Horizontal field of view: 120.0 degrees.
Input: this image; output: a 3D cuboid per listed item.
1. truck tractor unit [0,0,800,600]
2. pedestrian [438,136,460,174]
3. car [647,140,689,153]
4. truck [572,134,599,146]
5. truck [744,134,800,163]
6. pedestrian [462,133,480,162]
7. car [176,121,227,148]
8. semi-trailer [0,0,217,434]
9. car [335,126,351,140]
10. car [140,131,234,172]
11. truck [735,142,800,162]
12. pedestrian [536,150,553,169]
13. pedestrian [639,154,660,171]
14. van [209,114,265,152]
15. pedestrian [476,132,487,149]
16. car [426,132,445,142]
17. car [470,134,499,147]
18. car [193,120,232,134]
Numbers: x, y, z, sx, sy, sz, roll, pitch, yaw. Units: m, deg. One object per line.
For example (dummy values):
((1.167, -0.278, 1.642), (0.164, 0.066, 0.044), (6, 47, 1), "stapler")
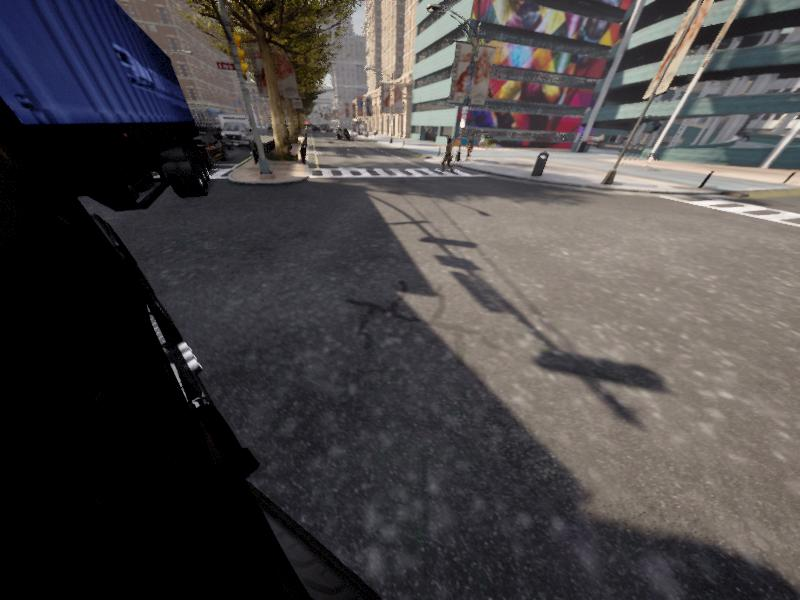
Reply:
((-2.645, -0.295, 0.351), (6.516, 4.208, 3.053), (28, 44, 30), "truck tractor unit")
((2.882, -8.630, 13.777), (0.751, 1.860, 0.751), (-7, 38, -13), "pedestrian")
((60.217, -34.620, 52.114), (2.150, 2.045, 5.566), (-9, 38, -15), "car")
((54.039, -46.770, 67.572), (2.627, 2.467, 5.204), (-9, 38, -15), "truck")
((70.082, -27.277, 41.457), (2.891, 3.827, 8.468), (0, 37, -4), "truck")
((5.656, -12.252, 18.540), (0.751, 1.860, 0.751), (-2, 37, -6), "pedestrian")
((-18.439, -15.636, 21.764), (1.932, 1.855, 4.605), (-9, 38, -15), "car")
((-7.113, -4.361, 5.325), (2.717, 4.402, 14.254), (-18, 42, -25), "semi-trailer")
((-10.129, -29.586, 40.932), (1.932, 1.855, 4.605), (-9, 38, -15), "car")
((-11.402, -8.412, 12.910), (2.163, 1.488, 4.792), (-9, 38, -16), "car")
((63.063, -25.542, 39.817), (2.627, 2.467, 5.204), (4, 37, 2), "truck")
((10.312, -10.052, 16.540), (0.500, 1.100, 0.500), (-2, 37, -7), "pedestrian")
((19.740, -10.881, 18.263), (0.500, 1.100, 0.500), (-4, 37, -9), "pedestrian")
((-14.622, -15.427, 21.276), (2.351, 2.431, 6.366), (-9, 38, -15), "van")
((11.407, -22.205, 32.205), (0.751, 1.860, 0.751), (-20, 42, -27), "pedestrian")
((7.348, -34.216, 48.430), (2.161, 1.482, 4.786), (-9, 38, -15), "car")
((14.735, -28.122, 40.710), (2.128, 1.511, 4.902), (-9, 38, -15), "car")
((-32.407, -29.970, 40.060), (4.553, 1.767, 2.097), (2, 37, -2), "car")
